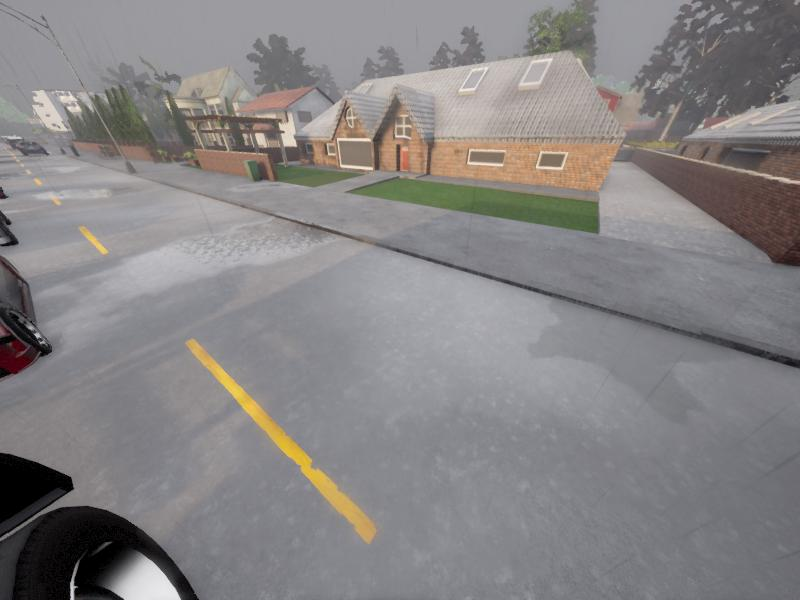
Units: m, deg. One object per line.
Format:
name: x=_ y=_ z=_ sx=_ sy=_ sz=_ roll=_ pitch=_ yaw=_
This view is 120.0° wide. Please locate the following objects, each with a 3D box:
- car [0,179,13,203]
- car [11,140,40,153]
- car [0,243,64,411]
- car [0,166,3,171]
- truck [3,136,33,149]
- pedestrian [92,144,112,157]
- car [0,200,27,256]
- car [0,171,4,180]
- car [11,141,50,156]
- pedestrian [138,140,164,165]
car: x=-18.642 y=-5.041 z=9.622 sx=4.514 sy=1.525 sz=2.007 roll=22 pitch=41 yaw=28
car: x=-63.110 y=-25.904 z=38.936 sx=3.988 sy=1.617 sz=1.851 roll=22 pitch=41 yaw=28
car: x=-6.081 y=0.134 z=2.525 sx=4.181 sy=1.385 sz=1.994 roll=22 pitch=41 yaw=28
car: x=-32.525 y=-10.676 z=17.526 sx=3.633 sy=1.501 sz=1.845 roll=22 pitch=41 yaw=28
truck: x=-79.858 y=-32.932 z=48.308 sx=6.274 sy=2.098 sz=2.390 roll=22 pitch=41 yaw=28
pedestrian: x=-37.449 y=-18.840 z=29.063 sx=0.751 sy=1.300 sz=0.751 roll=7 pitch=36 yaw=10
car: x=-11.350 y=-2.081 z=5.470 sx=4.514 sy=1.525 sz=2.007 roll=22 pitch=41 yaw=28
car: x=-26.951 y=-8.393 z=14.370 sx=4.193 sy=1.474 sz=1.816 roll=22 pitch=41 yaw=28
car: x=-52.689 y=-21.730 z=32.957 sx=4.611 sy=1.667 sz=2.242 roll=22 pitch=40 yaw=28
pedestrian: x=-22.283 y=-13.215 z=20.693 sx=0.751 sy=1.860 sz=0.751 roll=21 pitch=40 yaw=27
